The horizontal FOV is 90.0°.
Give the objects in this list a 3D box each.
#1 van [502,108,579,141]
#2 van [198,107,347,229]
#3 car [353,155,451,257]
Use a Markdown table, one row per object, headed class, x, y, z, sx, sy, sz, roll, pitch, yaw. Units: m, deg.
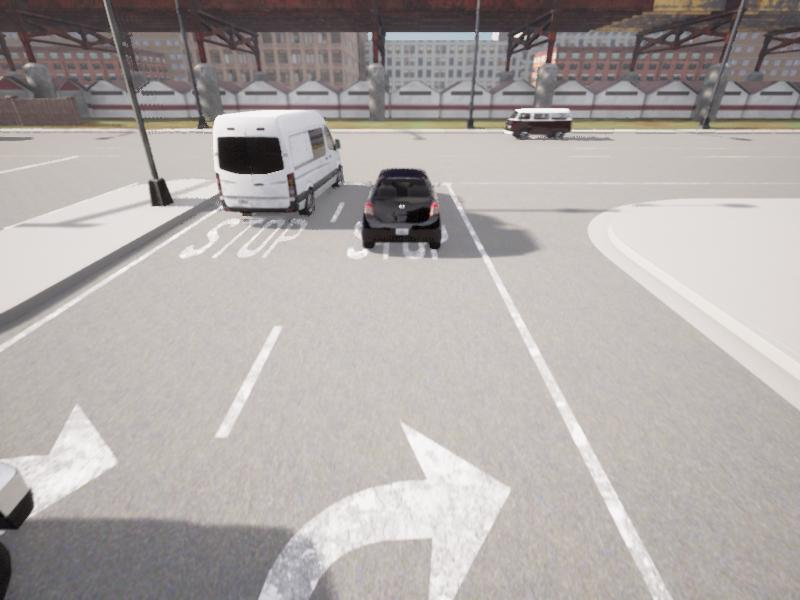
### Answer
| class | x | y | z | sx | sy | sz | roll | pitch | yaw |
| --- | --- | --- | --- | --- | --- | --- | --- | --- | --- |
| van | 9.830 | -12.488 | 28.394 | 4.480 | 2.038 | 2.069 | 0 | 27 | 0 |
| van | -3.246 | -4.283 | 12.018 | 1.988 | 2.561 | 5.915 | 2 | 28 | 4 |
| car | 0.067 | -2.390 | 9.468 | 1.845 | 1.501 | 3.633 | 1 | 27 | 1 |
